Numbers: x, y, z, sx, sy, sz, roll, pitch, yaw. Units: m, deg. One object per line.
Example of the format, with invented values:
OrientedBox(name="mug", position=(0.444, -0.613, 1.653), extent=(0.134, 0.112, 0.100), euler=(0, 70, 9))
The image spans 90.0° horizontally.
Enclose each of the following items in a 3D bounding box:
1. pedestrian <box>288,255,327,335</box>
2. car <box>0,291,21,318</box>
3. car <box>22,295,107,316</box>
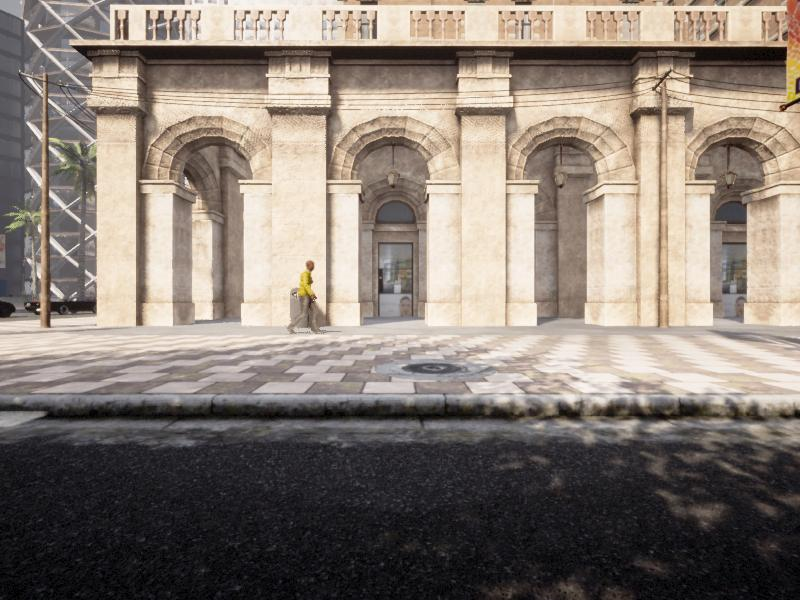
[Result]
OrientedBox(name="pedestrian", position=(-2.199, -0.115, 9.590), extent=(0.751, 1.860, 0.751), euler=(0, 0, 0))
OrientedBox(name="car", position=(-23.029, 0.251, 21.246), extent=(1.816, 1.474, 4.193), euler=(0, 0, 0))
OrientedBox(name="car", position=(-23.035, 0.340, 27.750), extent=(1.895, 1.301, 4.718), euler=(0, 0, 0))
